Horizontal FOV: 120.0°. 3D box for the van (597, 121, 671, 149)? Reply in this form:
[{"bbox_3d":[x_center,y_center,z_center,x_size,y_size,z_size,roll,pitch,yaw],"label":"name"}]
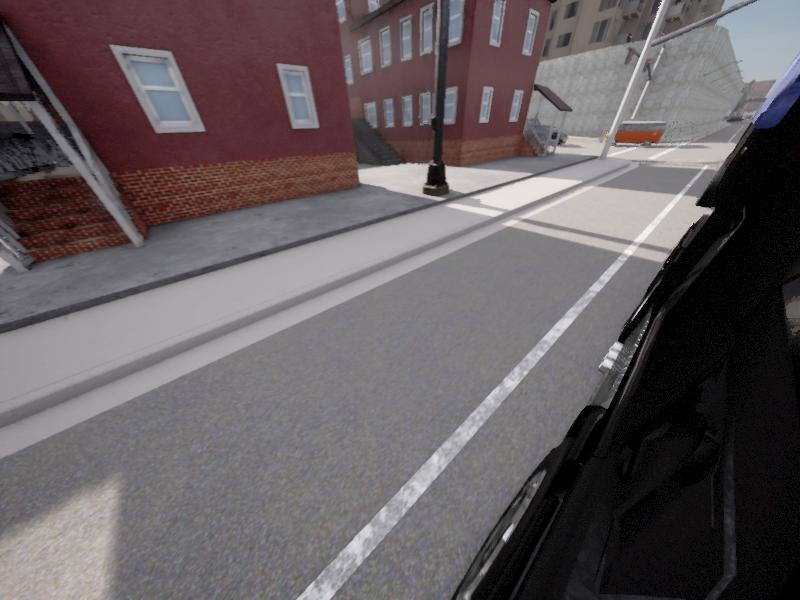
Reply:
[{"bbox_3d":[22.239,-15.879,22.139,4.442,1.987,1.775,28,46,32],"label":"van"}]

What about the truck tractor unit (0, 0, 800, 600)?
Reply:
[{"bbox_3d":[2.645,-0.295,0.351,6.516,4.208,3.053,-28,44,-30],"label":"truck tractor unit"}]

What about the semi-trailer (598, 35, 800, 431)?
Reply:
[{"bbox_3d":[8.703,-3.575,4.261,14.254,4.402,2.717,-28,43,-30],"label":"semi-trailer"}]

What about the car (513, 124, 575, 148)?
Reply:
[{"bbox_3d":[14.854,-17.246,24.142,2.033,1.649,4.856,-28,48,-30],"label":"car"}]

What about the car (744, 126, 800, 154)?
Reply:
[{"bbox_3d":[26.729,-10.467,15.075,1.994,1.385,4.181,-11,37,-11],"label":"car"}]

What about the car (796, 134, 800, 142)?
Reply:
[{"bbox_3d":[37.673,-14.967,20.243,4.611,1.667,2.242,-28,43,-30],"label":"car"}]
